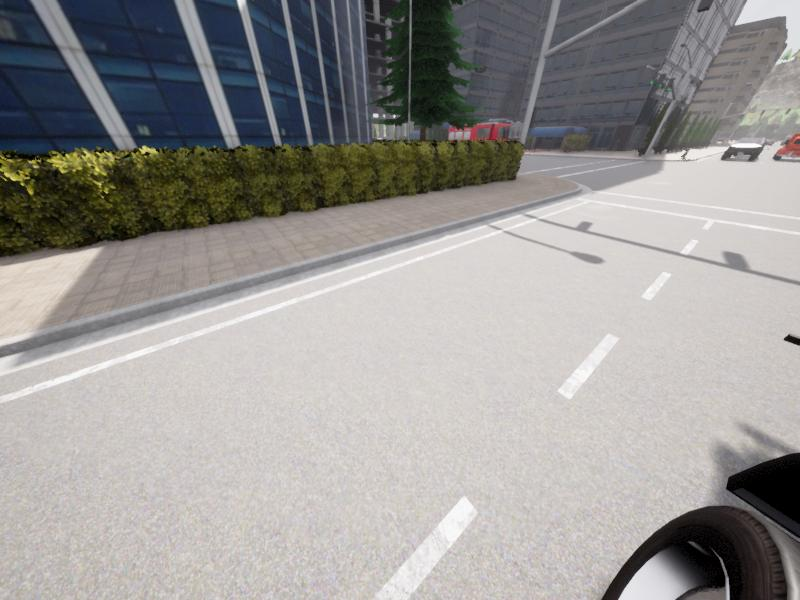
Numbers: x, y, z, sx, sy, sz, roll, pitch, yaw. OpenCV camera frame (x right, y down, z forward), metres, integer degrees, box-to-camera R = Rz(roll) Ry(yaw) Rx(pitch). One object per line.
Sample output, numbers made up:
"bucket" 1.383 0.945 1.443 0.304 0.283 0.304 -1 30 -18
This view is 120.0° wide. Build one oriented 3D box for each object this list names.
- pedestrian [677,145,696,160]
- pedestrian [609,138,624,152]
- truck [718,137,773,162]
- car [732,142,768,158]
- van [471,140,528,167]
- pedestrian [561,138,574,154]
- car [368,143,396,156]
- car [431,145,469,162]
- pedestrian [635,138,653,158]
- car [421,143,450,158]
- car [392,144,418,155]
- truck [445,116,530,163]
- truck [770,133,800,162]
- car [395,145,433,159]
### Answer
"pedestrian" 30.398 -15.686 24.526 0.751 1.300 0.751 -25 42 -31
"pedestrian" 34.015 -24.363 36.311 0.751 1.860 0.751 -4 35 -5
"truck" 38.901 -17.020 25.972 6.274 2.098 2.390 -23 41 -29
"car" 45.240 -19.482 29.871 5.366 1.575 1.801 -23 41 -29
"van" 9.431 -14.205 22.284 1.775 1.987 4.442 -24 41 -29
"pedestrian" 23.774 -21.844 32.826 0.751 1.860 0.751 -25 42 -31
"car" -2.884 -23.396 35.806 1.882 1.535 5.008 -24 41 -29
"car" 5.643 -16.881 26.551 1.970 1.475 3.806 -23 41 -29
"pedestrian" 28.749 -17.949 27.263 0.751 1.860 0.751 29 44 35
"car" 4.916 -20.805 32.079 1.845 1.501 3.633 -24 41 -29
"car" 0.731 -23.918 36.669 1.994 1.385 4.181 -24 42 -30
"truck" 9.460 -18.275 26.464 2.891 3.827 8.468 -24 41 -29
"truck" 43.353 -16.564 24.970 5.204 2.467 2.627 -23 41 -29
"car" 1.756 -19.803 30.798 2.033 1.411 5.357 -24 41 -29
